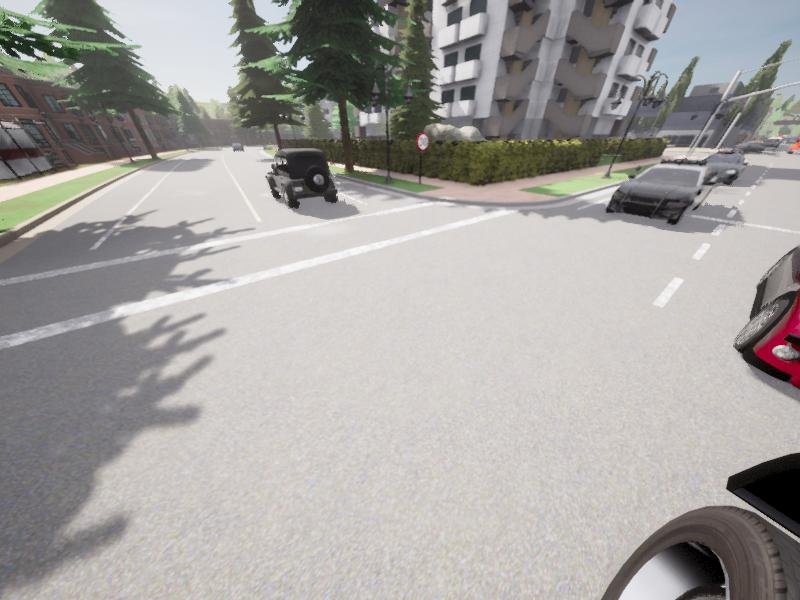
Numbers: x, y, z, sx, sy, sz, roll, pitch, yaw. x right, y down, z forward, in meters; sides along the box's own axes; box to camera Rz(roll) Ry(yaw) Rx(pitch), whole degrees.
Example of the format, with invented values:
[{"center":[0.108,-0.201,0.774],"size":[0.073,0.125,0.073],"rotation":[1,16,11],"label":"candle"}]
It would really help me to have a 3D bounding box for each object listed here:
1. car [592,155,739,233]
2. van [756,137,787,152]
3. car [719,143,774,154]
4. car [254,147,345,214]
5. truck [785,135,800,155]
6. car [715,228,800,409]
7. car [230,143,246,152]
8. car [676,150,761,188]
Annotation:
[{"center":[9.254,-3.920,8.014],"size":[5.238,1.638,1.930],"rotation":[-23,41,-28],"label":"car"},{"center":[66.757,-27.988,41.534],"size":[4.480,2.038,2.069],"rotation":[-23,41,-28],"label":"van"},{"center":[52.463,-23.036,35.093],"size":[4.674,1.442,1.812],"rotation":[2,35,3],"label":"car"},{"center":[-4.110,-5.017,9.363],"size":[1.905,1.878,3.866],"rotation":[-25,42,-30],"label":"car"},{"center":[59.957,-22.861,33.909],"size":[5.204,2.467,2.627],"rotation":[-23,41,-28],"label":"truck"},{"center":[5.840,0.066,2.537],"size":[3.806,1.475,1.970],"rotation":[-22,40,-28],"label":"car"},{"center":[-33.862,-32.031,48.335],"size":[2.033,1.411,5.357],"rotation":[-16,38,-21],"label":"car"},{"center":[18.869,-7.873,13.670],"size":[4.974,1.542,2.038],"rotation":[-23,41,-28],"label":"car"}]
